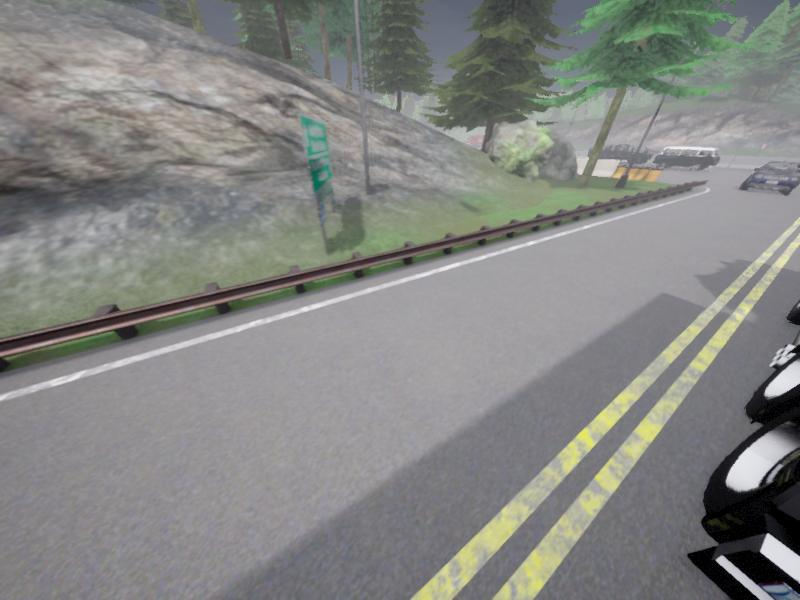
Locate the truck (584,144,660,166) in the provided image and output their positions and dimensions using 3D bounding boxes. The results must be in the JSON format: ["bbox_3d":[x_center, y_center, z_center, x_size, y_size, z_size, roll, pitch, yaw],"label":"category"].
[{"bbox_3d":[28.018,-18.599,29.485,2.390,2.098,6.274,-19,39,-25],"label":"truck"}]

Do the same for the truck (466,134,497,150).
[{"bbox_3d":[23.799,-46.672,68.255,2.891,3.827,8.468,-19,39,-25],"label":"truck"}]

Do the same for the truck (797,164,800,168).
[{"bbox_3d":[48.219,-14.809,24.234,2.390,2.098,6.274,-19,39,-25],"label":"truck"}]

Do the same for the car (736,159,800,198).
[{"bbox_3d":[21.011,-6.873,12.956,3.705,1.549,1.789,-21,41,-31],"label":"car"}]

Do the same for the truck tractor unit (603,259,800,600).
[{"bbox_3d":[5.102,-0.309,0.795,6.516,4.208,3.053,-19,39,-24],"label":"truck tractor unit"}]

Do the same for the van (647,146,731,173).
[{"bbox_3d":[28.618,-14.117,23.105,2.069,2.038,4.480,-19,39,-25],"label":"van"}]
